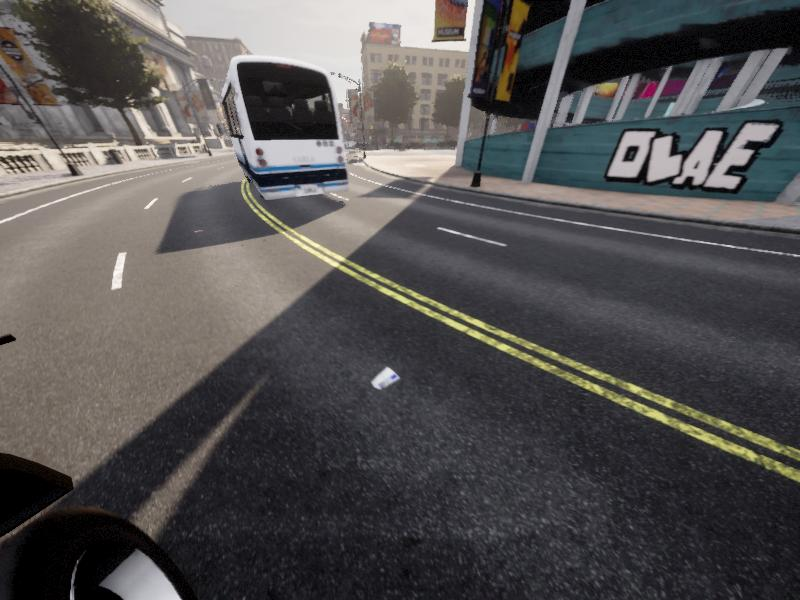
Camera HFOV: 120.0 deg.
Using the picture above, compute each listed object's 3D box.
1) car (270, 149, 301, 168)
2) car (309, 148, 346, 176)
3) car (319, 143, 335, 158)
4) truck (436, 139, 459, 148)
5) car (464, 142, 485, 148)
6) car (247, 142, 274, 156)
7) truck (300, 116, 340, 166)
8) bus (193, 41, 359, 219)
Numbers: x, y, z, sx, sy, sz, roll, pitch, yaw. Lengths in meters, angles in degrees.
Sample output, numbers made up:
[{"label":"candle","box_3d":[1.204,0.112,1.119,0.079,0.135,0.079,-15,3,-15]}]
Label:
[{"label":"car","box_3d":[-10.973,-13.878,22.540,1.895,1.301,4.718,-8,36,-12]},{"label":"car","box_3d":[-5.956,-11.278,18.668,2.038,1.542,4.974,-12,37,-18]},{"label":"car","box_3d":[-10.274,-21.290,32.881,1.801,1.575,5.366,-7,36,-10]},{"label":"truck","box_3d":[14.132,-46.745,68.989,6.274,2.098,2.390,-7,36,-10]},{"label":"car","box_3d":[21.920,-45.371,67.712,5.357,1.411,2.033,-7,36,-10]},{"label":"car","box_3d":[-21.983,-24.088,36.695,2.242,1.667,4.611,-6,36,-10]},{"label":"truck","box_3d":[-8.293,-17.009,24.830,2.891,3.827,8.468,-8,36,-11]},{"label":"bus","box_3d":[-6.189,-7.697,11.192,3.944,4.253,10.273,-21,41,-27]}]
